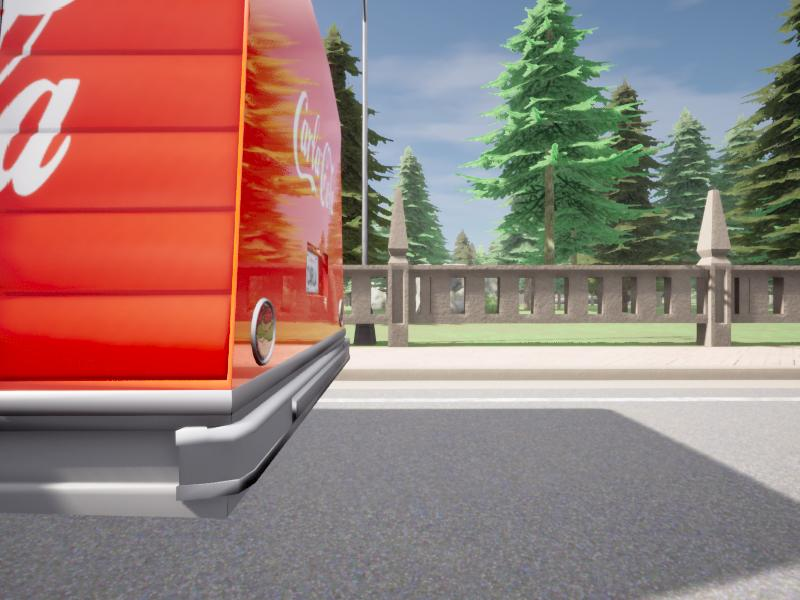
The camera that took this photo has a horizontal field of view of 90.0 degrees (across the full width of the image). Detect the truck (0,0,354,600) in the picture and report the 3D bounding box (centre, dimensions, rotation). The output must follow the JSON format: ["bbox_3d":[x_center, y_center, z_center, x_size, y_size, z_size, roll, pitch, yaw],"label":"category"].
[{"bbox_3d":[-2.993,-0.247,2.167,5.204,2.467,2.627,0,0,-1],"label":"truck"}]
